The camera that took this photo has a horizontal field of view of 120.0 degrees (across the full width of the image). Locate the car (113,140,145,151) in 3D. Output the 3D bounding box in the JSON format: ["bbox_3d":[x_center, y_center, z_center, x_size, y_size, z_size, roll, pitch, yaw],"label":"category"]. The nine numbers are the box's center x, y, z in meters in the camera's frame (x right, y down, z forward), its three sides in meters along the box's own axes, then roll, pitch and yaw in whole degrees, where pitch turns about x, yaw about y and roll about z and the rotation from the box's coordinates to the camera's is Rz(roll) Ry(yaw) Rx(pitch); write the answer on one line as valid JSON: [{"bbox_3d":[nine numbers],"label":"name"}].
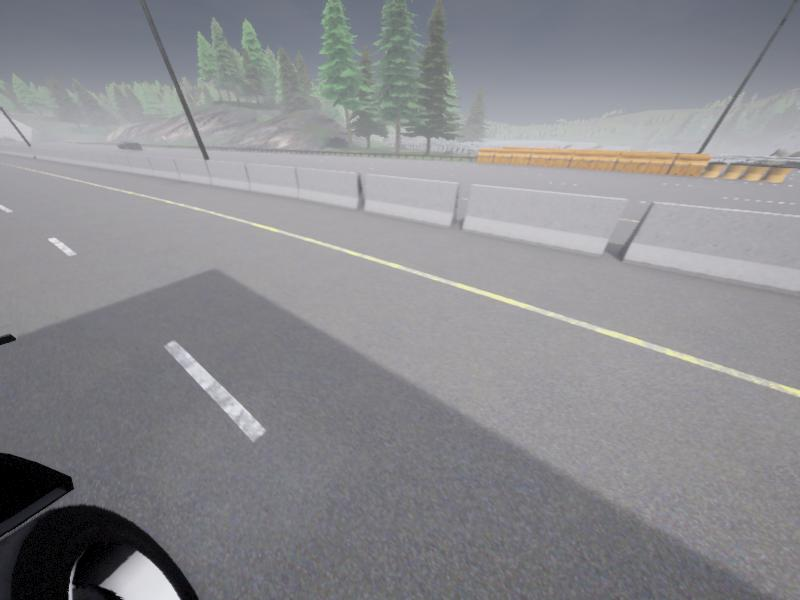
[{"bbox_3d":[-47.466,-27.048,40.457,5.008,1.535,1.882,18,39,23],"label":"car"}]
